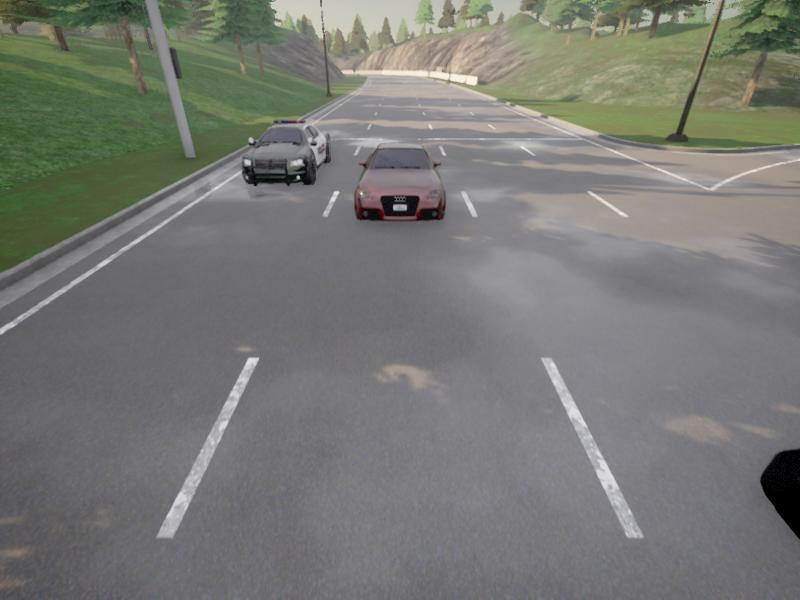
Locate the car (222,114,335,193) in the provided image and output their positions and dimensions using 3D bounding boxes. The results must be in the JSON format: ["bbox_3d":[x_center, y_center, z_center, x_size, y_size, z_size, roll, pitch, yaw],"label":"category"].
[{"bbox_3d":[-3.502,-4.815,12.699,2.038,1.542,4.974,0,30,0],"label":"car"}]

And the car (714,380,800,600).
[{"bbox_3d":[3.504,2.245,0.632,2.038,1.542,4.974,0,31,0],"label":"car"}]

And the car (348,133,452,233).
[{"bbox_3d":[0.001,-3.063,9.857,1.994,1.385,4.181,0,30,0],"label":"car"}]
